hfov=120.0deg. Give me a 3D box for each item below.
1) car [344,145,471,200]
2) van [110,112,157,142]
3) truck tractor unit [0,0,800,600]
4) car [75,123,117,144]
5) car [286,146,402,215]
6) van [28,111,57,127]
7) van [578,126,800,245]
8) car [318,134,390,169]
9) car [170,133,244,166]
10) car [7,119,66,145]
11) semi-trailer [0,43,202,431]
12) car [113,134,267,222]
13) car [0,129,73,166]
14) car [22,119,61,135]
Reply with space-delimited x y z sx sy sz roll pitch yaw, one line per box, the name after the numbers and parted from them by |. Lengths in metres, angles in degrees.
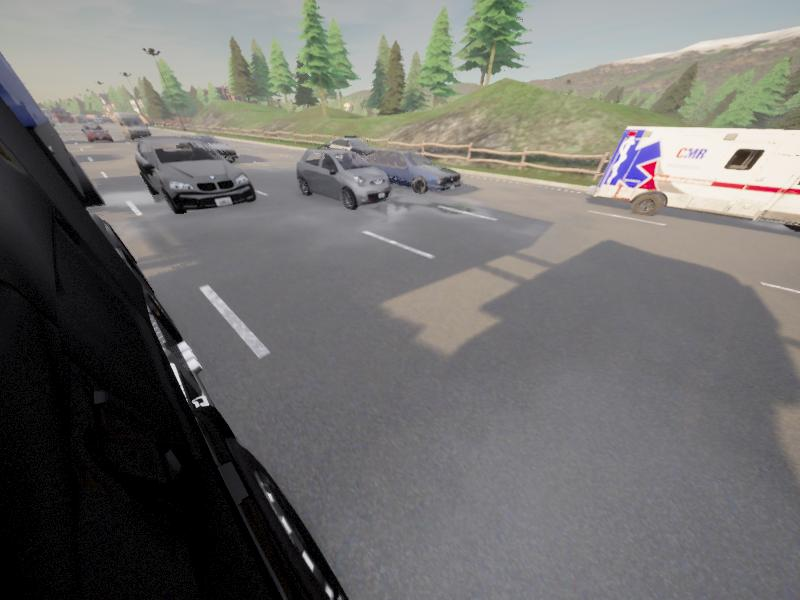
0.101 -5.894 10.365 5.357 1.411 2.033 28 44 30 | car
-31.122 -20.232 26.948 5.915 2.561 1.988 28 44 30 | van
-2.645 -0.295 0.351 6.516 4.208 3.053 28 44 30 | truck tractor unit
-30.137 -16.557 22.918 3.633 1.501 1.845 28 44 30 | car
-1.946 -4.297 8.001 3.633 1.501 1.845 28 44 30 | car
-74.174 -37.615 48.027 6.366 2.431 2.351 28 44 30 | van
10.018 -3.781 7.200 6.366 2.431 2.351 28 44 30 | van
-3.266 -10.529 16.190 5.238 1.638 1.930 28 44 30 | car
-12.678 -9.951 15.117 5.357 1.411 2.033 28 44 30 | car
-32.490 -15.105 20.770 5.027 1.651 2.152 28 44 30 | car
-8.698 -3.582 4.261 14.254 4.402 2.717 28 44 30 | semi-trailer
-6.775 -4.187 7.466 4.611 1.667 2.242 29 44 30 | car
-20.466 -8.602 12.912 4.181 1.385 1.994 28 44 30 | car
-46.162 -22.322 29.830 4.792 1.488 2.163 28 44 30 | car
